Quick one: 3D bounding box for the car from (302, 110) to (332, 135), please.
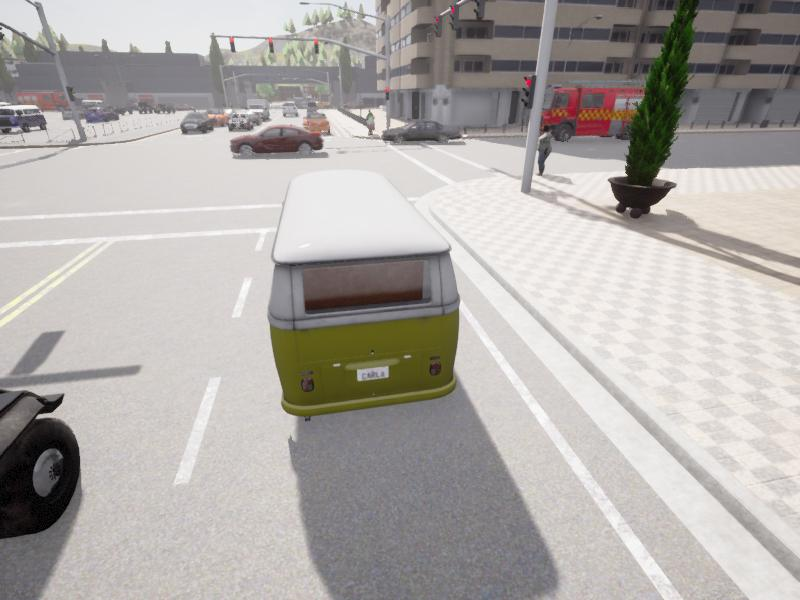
[{"bbox_3d":[-7.307,-15.573,34.984,2.097,1.767,4.553,-7,28,-13],"label":"car"}]

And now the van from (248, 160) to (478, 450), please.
[{"bbox_3d":[-0.681,-0.526,5.471,1.775,1.987,4.442,-5,28,-10],"label":"van"}]

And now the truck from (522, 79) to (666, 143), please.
[{"bbox_3d":[13.581,-13.456,28.488,8.468,3.827,2.891,-5,28,-10],"label":"truck"}]

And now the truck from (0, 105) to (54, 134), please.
[{"bbox_3d":[-32.343,-15.432,34.110,2.069,2.038,4.478,-5,28,-10],"label":"truck"}]

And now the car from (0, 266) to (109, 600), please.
[{"bbox_3d":[-3.361,1.530,1.575,1.905,1.878,3.866,-5,28,-10],"label":"car"}]

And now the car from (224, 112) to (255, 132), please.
[{"bbox_3d":[-15.224,-17.034,38.190,1.970,1.475,3.806,-5,28,-10],"label":"car"}]

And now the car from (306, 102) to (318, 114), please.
[{"bbox_3d":[-16.088,-35.316,73.357,1.905,1.878,3.866,-5,28,-10],"label":"car"}]

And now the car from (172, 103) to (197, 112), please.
[{"bbox_3d":[-43.409,-38.769,80.644,3.806,1.475,1.970,-5,28,-10],"label":"car"}]

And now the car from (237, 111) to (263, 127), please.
[{"bbox_3d":[-16.648,-20.205,44.484,1.994,1.385,4.181,-5,28,-10],"label":"car"}]

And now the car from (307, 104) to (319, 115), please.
[{"bbox_3d":[-14.717,-32.081,67.387,1.845,1.501,3.633,-5,28,-10],"label":"car"}]

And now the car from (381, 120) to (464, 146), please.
[{"bbox_3d":[1.454,-11.406,27.189,5.357,1.411,2.033,-3,27,-6],"label":"car"}]

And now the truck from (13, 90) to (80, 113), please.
[{"bbox_3d":[-67.364,-37.943,76.403,8.468,3.827,2.891,-5,28,-9],"label":"truck"}]

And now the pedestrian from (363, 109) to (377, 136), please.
[{"bbox_3d":[-2.312,-13.720,30.904,0.751,1.860,0.751,-17,31,-29],"label":"pedestrian"}]

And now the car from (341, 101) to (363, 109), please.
[{"bbox_3d":[-11.184,-45.156,92.753,4.856,1.649,2.033,-5,28,-10],"label":"car"}]

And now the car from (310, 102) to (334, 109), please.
[{"bbox_3d":[-18.582,-46.480,95.462,5.008,1.535,1.882,8,28,15],"label":"car"}]

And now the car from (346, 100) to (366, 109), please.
[{"bbox_3d":[-10.530,-46.951,95.995,4.605,1.855,1.932,-5,28,-10],"label":"car"}]

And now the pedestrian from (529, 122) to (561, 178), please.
[{"bbox_3d":[5.417,-5.648,15.063,0.751,1.860,0.751,4,27,7],"label":"pedestrian"}]

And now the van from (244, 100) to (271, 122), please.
[{"bbox_3d":[-18.384,-24.596,51.880,2.351,2.431,6.366,-5,28,-10],"label":"van"}]

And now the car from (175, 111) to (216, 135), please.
[{"bbox_3d":[-18.345,-16.080,36.175,2.033,1.649,4.856,-5,28,-10],"label":"car"}]

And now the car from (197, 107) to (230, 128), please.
[{"bbox_3d":[-19.895,-19.659,42.962,2.097,1.767,4.553,-5,28,-10],"label":"car"}]

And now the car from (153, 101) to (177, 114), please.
[{"bbox_3d":[-39.951,-32.769,68.085,1.932,1.855,4.605,-5,28,-10],"label":"car"}]

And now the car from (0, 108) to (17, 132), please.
[{"bbox_3d":[-35.169,-15.057,33.592,1.932,1.855,4.605,-5,28,-10],"label":"car"}]

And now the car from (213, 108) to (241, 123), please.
[{"bbox_3d":[-21.409,-22.943,49.701,2.163,1.488,4.792,-5,28,-10],"label":"car"}]

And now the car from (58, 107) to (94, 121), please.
[{"bbox_3d":[-42.057,-24.251,52.034,1.970,1.475,3.806,-5,28,-10],"label":"car"}]

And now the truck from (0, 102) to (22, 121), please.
[{"bbox_3d":[-50.565,-23.759,50.352,2.069,2.038,4.478,-5,28,-10],"label":"truck"}]

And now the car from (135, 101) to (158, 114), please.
[{"bbox_3d":[-42.801,-32.532,67.634,1.905,1.878,3.866,-5,28,-10],"label":"car"}]

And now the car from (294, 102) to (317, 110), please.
[{"bbox_3d":[-21.424,-44.154,90.878,4.974,1.542,2.038,-5,28,-10],"label":"car"}]

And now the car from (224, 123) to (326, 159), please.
[{"bbox_3d":[-6.710,-8.797,22.010,5.008,1.535,1.882,-6,28,-11],"label":"car"}]

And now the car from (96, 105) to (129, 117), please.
[{"bbox_3d":[-44.212,-29.196,61.651,2.033,1.415,5.357,-5,28,-10],"label":"car"}]

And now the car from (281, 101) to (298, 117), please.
[{"bbox_3d":[-17.261,-29.983,62.791,2.150,2.045,5.566,-5,28,-10],"label":"car"}]

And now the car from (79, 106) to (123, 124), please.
[{"bbox_3d":[-35.286,-21.935,47.357,2.242,1.667,4.611,-5,28,-10],"label":"car"}]
